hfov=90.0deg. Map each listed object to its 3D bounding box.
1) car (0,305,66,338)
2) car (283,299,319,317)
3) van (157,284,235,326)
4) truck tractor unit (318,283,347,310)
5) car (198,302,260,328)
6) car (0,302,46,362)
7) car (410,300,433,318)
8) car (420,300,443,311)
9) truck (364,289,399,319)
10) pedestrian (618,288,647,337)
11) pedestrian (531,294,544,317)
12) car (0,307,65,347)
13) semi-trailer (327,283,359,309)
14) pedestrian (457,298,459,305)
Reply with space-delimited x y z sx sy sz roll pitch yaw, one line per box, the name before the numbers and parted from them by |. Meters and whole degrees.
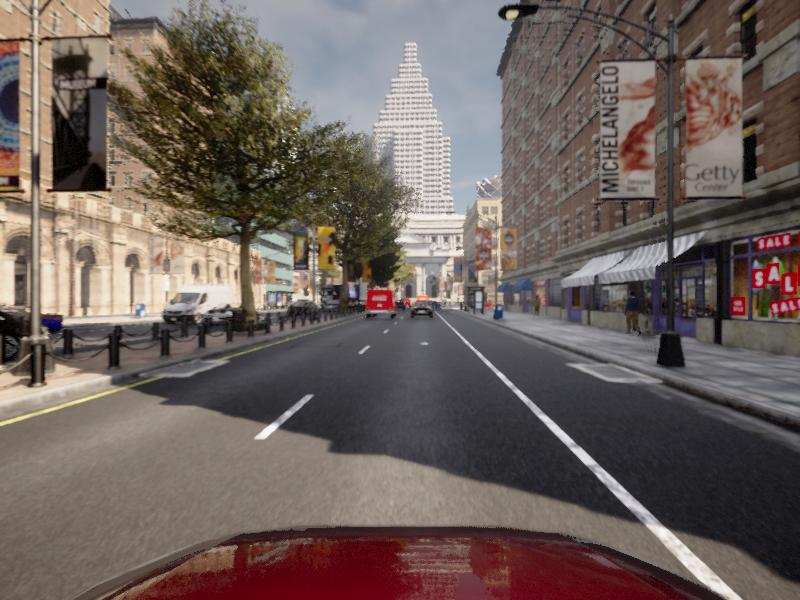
car | -17.406 0.921 17.247 1.895 1.301 4.718 0 0 3
car | -9.409 0.750 38.626 1.930 1.638 5.238 0 0 3
van | -13.576 0.302 27.209 1.988 2.561 5.915 0 0 3
truck tractor unit | -11.072 -0.555 66.372 3.053 4.208 6.516 0 0 6
car | -10.241 0.837 24.257 1.970 1.475 3.806 0 0 3
car | -11.123 0.832 8.984 1.837 1.490 4.892 0 0 3
car | 2.038 0.815 37.348 2.038 1.542 4.974 0 0 3
car | 4.964 0.803 61.693 1.882 1.535 5.008 -1 0 25
truck | -1.551 0.342 35.879 2.627 2.467 5.204 0 0 3
pedestrian | 9.148 0.485 15.754 0.751 1.860 0.751 0 0 6
pedestrian | 11.249 0.480 32.803 0.751 1.860 0.751 0 0 -2
car | -14.363 0.929 13.581 1.895 1.301 4.718 0 0 3
semi-trailer | -10.338 -0.651 74.249 2.717 4.402 14.254 0 0 5
pedestrian | 16.526 0.453 114.037 0.751 1.860 0.751 0 0 7
